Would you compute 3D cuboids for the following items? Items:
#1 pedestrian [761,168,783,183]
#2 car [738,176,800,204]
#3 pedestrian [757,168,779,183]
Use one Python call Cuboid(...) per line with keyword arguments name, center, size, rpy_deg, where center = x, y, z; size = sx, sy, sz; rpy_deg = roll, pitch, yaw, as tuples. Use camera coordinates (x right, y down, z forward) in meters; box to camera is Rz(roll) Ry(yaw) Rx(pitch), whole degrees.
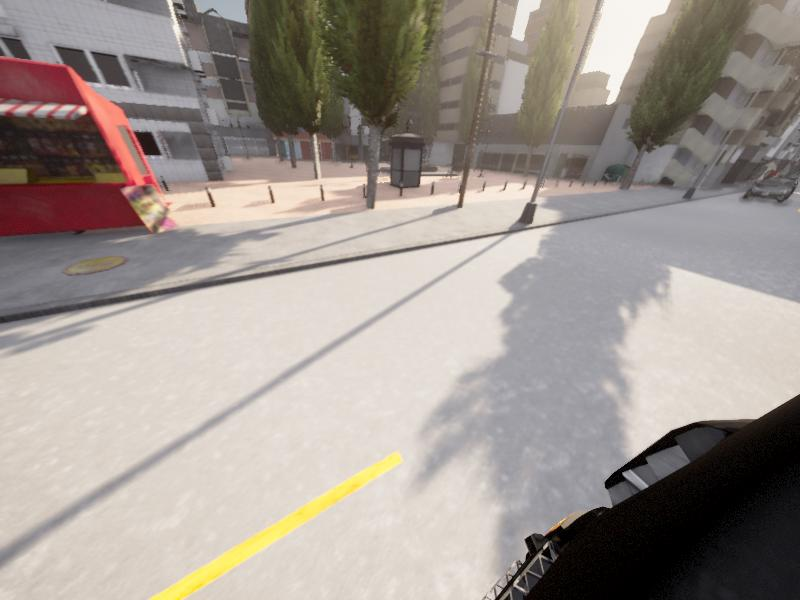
Cuboid(name="pedestrian", center=(53.477, -17.876, 33.250), size=(0.751, 1.860, 0.751), rpy_deg=(-13, 36, -22))
Cuboid(name="car", center=(28.708, -8.545, 17.748), size=(4.514, 1.525, 2.007), rpy_deg=(-16, 38, -26))
Cuboid(name="pedestrian", center=(55.264, -18.731, 34.684), size=(0.751, 1.860, 0.751), rpy_deg=(-10, 35, -18))
